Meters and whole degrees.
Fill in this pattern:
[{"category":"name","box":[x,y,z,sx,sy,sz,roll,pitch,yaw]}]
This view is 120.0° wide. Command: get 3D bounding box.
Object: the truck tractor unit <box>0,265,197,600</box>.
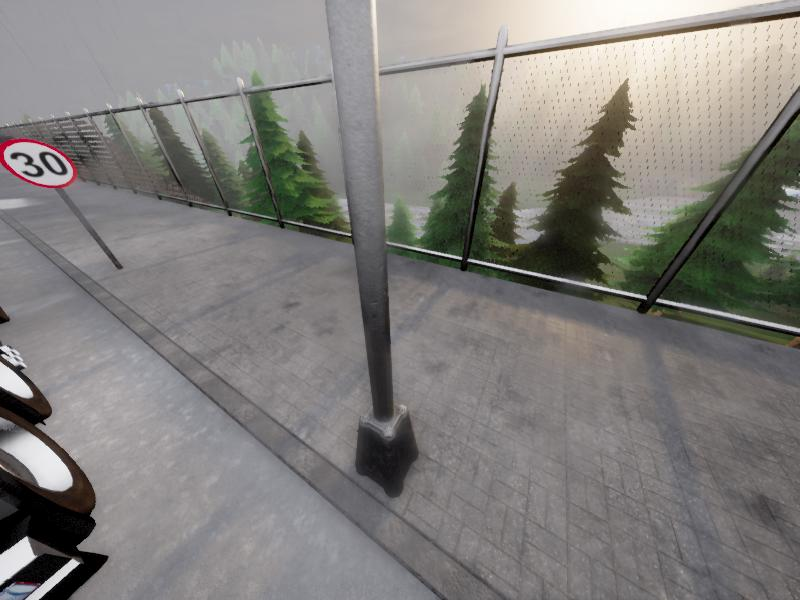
[{"category":"truck tractor unit","box":[-5.113,-0.299,0.778,6.516,4.208,3.053,18,39,24]}]
